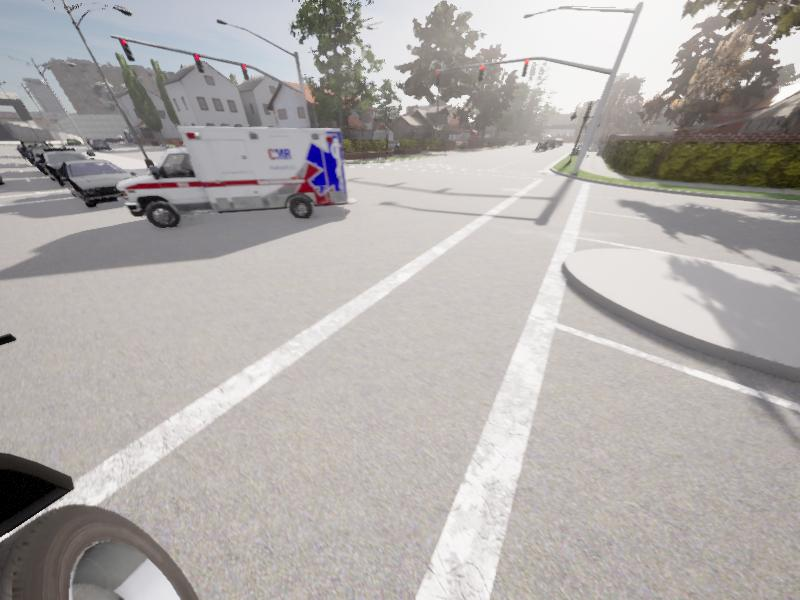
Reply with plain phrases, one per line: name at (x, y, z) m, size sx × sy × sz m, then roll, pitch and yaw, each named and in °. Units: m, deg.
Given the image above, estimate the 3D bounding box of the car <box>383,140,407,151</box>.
car at (-0.862, -27.235, 40.609) m, size 3.806 × 1.475 × 1.970 m, roll 22°, pitch 41°, yaw 28°

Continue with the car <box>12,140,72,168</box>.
car at (-30.702, -12.611, 19.828) m, size 3.866 × 1.878 × 1.905 m, roll 22°, pitch 40°, yaw 28°

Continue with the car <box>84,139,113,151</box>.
car at (-52.638, -27.072, 40.332) m, size 4.856 × 1.649 × 2.033 m, roll 22°, pitch 41°, yaw 28°

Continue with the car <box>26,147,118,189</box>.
car at (-18.511, -7.559, 13.009) m, size 5.238 × 1.638 × 1.930 m, roll 22°, pitch 40°, yaw 27°

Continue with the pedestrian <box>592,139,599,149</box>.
pedestrian at (46.922, -37.439, 55.457) m, size 0.751 × 1.860 × 0.751 m, roll 23°, pitch 41°, yaw 28°

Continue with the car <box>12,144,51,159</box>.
car at (-43.415, -17.547, 27.216) m, size 4.718 × 1.301 × 1.895 m, roll 22°, pitch 41°, yaw 28°

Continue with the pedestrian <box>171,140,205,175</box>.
pedestrian at (-13.650, -9.232, 14.931) m, size 0.751 × 1.860 × 0.751 m, roll 19°, pitch 39°, yaw 24°

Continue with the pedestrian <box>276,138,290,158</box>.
pedestrian at (-13.323, -17.316, 26.388) m, size 0.751 × 1.860 × 0.751 m, roll 30°, pitch 45°, yaw 35°

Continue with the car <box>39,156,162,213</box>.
car at (-12.579, -5.014, 9.677) m, size 5.357 × 1.411 × 2.033 m, roll 22°, pitch 41°, yaw 28°

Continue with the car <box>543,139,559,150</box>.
car at (36.511, -37.618, 55.773) m, size 2.150 × 2.045 × 5.566 m, roll 22°, pitch 41°, yaw 27°

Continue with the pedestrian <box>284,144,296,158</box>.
pedestrian at (-13.090, -17.719, 27.446) m, size 0.751 × 1.300 × 0.751 m, roll 22°, pitch 41°, yaw 28°

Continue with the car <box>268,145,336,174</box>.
car at (-7.766, -11.237, 18.343) m, size 5.027 × 1.651 × 2.152 m, roll 22°, pitch 41°, yaw 28°

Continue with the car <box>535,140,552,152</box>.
car at (29.461, -31.659, 47.421) m, size 1.932 × 1.855 × 4.605 m, roll 22°, pitch 41°, yaw 27°

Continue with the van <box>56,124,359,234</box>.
van at (-4.815, -4.018, 7.444) m, size 6.366 × 2.431 × 2.351 m, roll -10°, pitch 37°, yaw -15°

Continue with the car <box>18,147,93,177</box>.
car at (-24.284, -9.824, 16.301) m, size 4.792 × 1.488 × 2.163 m, roll 22°, pitch 41°, yaw 28°

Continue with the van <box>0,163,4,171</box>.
van at (-32.467, -10.925, 17.294) m, size 4.480 × 2.038 × 2.069 m, roll 22°, pitch 41°, yaw 28°

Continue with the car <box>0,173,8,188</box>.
car at (-22.731, -6.679, 11.957) m, size 4.181 × 1.385 × 1.994 m, roll 22°, pitch 41°, yaw 28°

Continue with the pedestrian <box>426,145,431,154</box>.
pedestrian at (4.220, -22.572, 34.678) m, size 0.500 × 1.100 × 0.500 m, roll 23°, pitch 41°, yaw 29°
